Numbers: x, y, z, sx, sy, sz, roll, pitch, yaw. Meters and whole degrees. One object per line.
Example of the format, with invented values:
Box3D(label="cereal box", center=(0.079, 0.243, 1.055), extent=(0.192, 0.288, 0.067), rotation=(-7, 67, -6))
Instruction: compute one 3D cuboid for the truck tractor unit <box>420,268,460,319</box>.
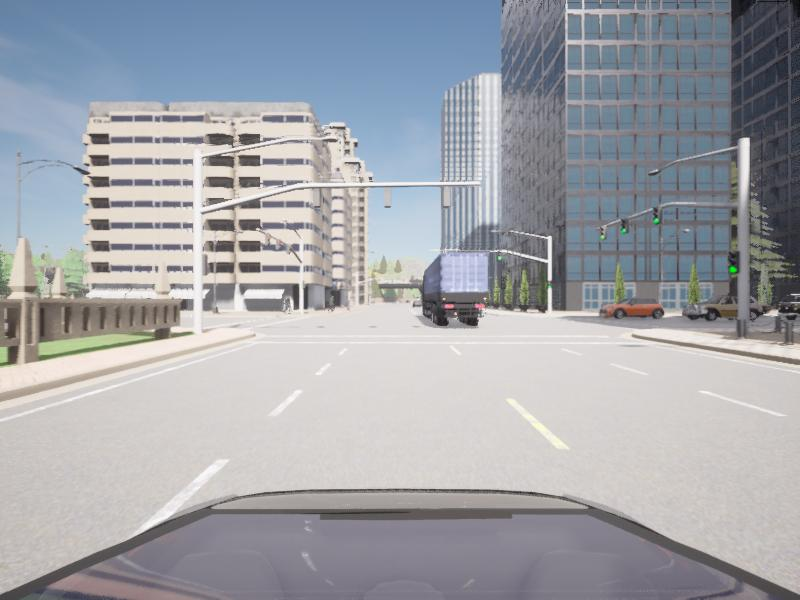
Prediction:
Box3D(label="truck tractor unit", center=(3.487, -0.567, 36.609), extent=(3.053, 4.208, 6.516), rotation=(0, 0, 0))

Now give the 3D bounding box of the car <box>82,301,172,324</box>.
Box3D(label="car", center=(-17.670, 0.807, 25.992), extent=(4.674, 1.442, 1.812), rotation=(0, 0, 3))

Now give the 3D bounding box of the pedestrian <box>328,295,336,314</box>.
Box3D(label="pedestrian", center=(-6.748, 0.474, 39.724), extent=(0.751, 1.860, 0.751), rotation=(0, 0, -4))

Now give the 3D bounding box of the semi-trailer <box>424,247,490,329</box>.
Box3D(label="semi-trailer", center=(3.489, -0.659, 28.692), extent=(2.717, 4.402, 14.254), rotation=(0, 0, 0))

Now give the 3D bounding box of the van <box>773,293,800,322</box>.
Box3D(label="van", center=(30.294, 0.508, 29.046), extent=(4.480, 2.038, 2.069), rotation=(0, 0, 0))

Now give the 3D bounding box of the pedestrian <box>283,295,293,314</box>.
Box3D(label="pedestrian", center=(-10.783, 0.419, 38.576), extent=(0.751, 1.860, 0.751), rotation=(0, 0, 0))

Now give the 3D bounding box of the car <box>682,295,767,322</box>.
Box3D(label="car", center=(23.505, 0.589, 29.084), extent=(4.605, 1.855, 1.932), rotation=(0, 0, 0))

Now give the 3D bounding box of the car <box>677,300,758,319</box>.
Box3D(label="car", center=(25.768, 0.771, 32.572), extent=(4.902, 1.511, 2.128), rotation=(0, 0, 0))

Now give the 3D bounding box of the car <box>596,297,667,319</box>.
Box3D(label="car", center=(18.817, 0.630, 32.625), extent=(4.553, 1.767, 2.097), rotation=(0, 0, 1))
